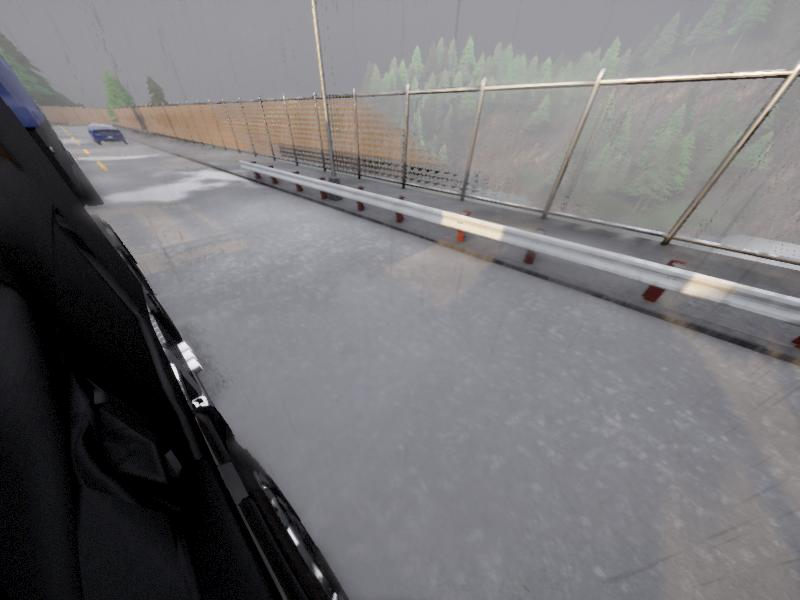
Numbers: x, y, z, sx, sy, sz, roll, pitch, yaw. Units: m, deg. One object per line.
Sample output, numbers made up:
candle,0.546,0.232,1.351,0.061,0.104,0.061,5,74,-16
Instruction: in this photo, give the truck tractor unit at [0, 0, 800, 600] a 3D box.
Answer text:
truck tractor unit,-2.645,-0.295,0.351,6.516,4.208,3.053,28,44,30

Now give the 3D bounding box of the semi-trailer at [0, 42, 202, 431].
semi-trailer,-8.701,-3.593,4.240,14.254,4.402,2.717,28,44,30

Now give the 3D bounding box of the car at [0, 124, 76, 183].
car,-16.268,-6.477,9.969,5.238,1.638,1.930,28,44,30

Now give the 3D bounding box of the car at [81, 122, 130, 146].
car,-27.103,-15.319,21.247,5.008,1.535,1.882,28,43,30
